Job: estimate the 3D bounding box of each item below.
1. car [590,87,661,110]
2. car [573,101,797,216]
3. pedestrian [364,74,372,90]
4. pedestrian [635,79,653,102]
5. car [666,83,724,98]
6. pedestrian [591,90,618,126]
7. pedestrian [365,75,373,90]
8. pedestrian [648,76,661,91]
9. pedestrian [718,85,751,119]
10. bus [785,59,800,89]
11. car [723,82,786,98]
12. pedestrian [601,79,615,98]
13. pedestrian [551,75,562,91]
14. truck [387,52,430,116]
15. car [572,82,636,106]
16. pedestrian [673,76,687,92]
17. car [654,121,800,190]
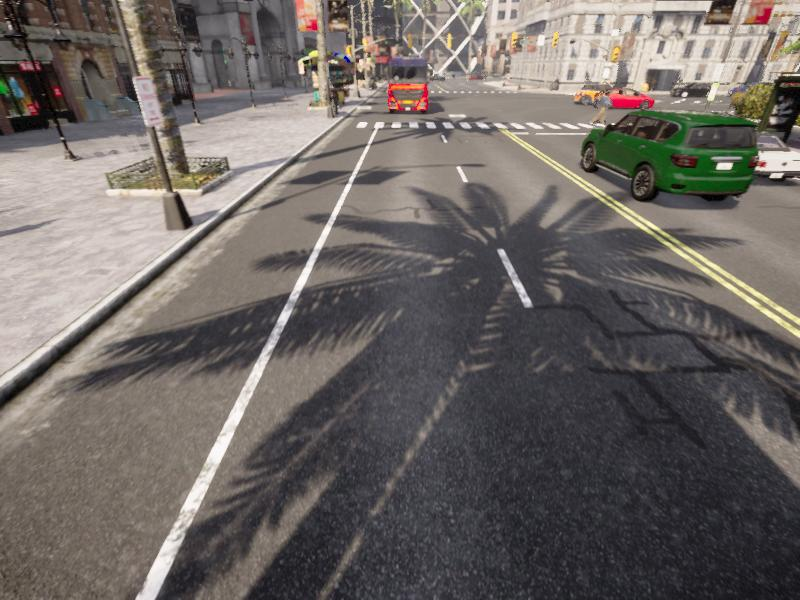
[{"bbox_3d":[18.606,-16.712,33.188,4.514,1.525,2.007,5,31,8],"label":"car"},{"bbox_3d":[7.246,-4.266,11.316,2.150,2.045,5.566,0,30,0],"label":"car"},{"bbox_3d":[-4.400,-30.305,55.666,0.751,1.860,0.751,17,34,27],"label":"pedestrian"},{"bbox_3d":[23.272,-20.019,38.206,0.751,1.860,0.751,-2,30,-4],"label":"pedestrian"},{"bbox_3d":[33.672,-24.004,45.773,4.892,1.490,1.837,0,30,0],"label":"car"},{"bbox_3d":[11.937,-11.260,23.446,0.751,1.860,0.751,-1,30,-3],"label":"pedestrian"},{"bbox_3d":[-4.273,-29.869,54.920,0.751,1.860,0.751,18,35,28],"label":"pedestrian"},{"bbox_3d":[34.522,-29.376,54.261,0.751,1.860,0.751,-2,30,-3],"label":"pedestrian"},{"bbox_3d":[21.233,-12.565,25.423,0.751,1.860,0.751,-12,33,-20],"label":"pedestrian"},{"bbox_3d":[66.169,-34.562,61.267,3.944,4.253,10.273,0,30,0],"label":"bus"},{"bbox_3d":[40.452,-23.982,45.725,5.008,1.535,1.882,0,30,0],"label":"car"},{"bbox_3d":[23.550,-23.944,45.211,0.751,1.860,0.751,0,30,-1],"label":"pedestrian"},{"bbox_3d":[20.913,-28.946,53.459,0.751,1.860,0.751,-8,31,-14],"label":"pedestrian"},{"bbox_3d":[0.624,-16.844,31.056,2.891,3.827,8.468,1,30,1],"label":"truck"},{"bbox_3d":[18.381,-18.674,36.281,4.553,1.767,2.097,5,31,8],"label":"car"},{"bbox_3d":[36.541,-28.195,52.249,0.751,1.860,0.751,-3,30,-5],"label":"pedestrian"},{"bbox_3d":[10.782,-4.914,13.187,1.895,1.301,4.718,1,30,1],"label":"car"}]
